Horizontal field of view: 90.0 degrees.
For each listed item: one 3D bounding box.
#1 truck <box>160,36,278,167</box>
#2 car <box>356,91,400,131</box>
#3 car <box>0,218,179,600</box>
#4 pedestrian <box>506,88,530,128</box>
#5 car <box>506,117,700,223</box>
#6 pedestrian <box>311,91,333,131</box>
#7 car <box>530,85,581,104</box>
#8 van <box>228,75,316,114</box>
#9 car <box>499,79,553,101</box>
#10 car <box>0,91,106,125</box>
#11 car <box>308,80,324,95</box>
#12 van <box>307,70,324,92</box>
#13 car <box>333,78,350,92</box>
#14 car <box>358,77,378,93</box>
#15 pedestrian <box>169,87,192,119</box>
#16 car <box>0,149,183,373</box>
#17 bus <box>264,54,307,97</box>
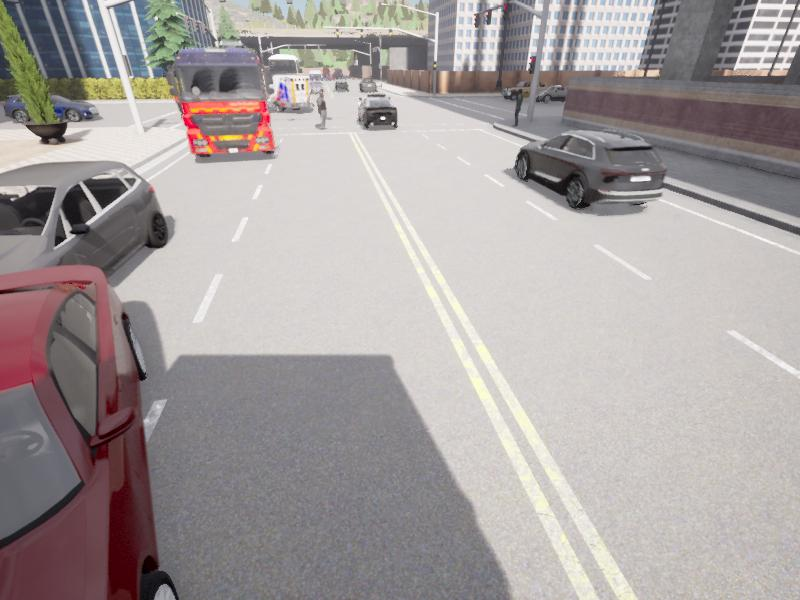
[{"bbox_3d":[-7.083,-8.576,16.931,2.891,3.827,8.468,-8,31,-14],"label":"truck"},{"bbox_3d":[-1.398,-11.350,23.824,1.930,1.638,5.238,-5,31,-9],"label":"car"},{"bbox_3d":[-2.923,1.034,2.722,1.882,1.535,5.008,-18,34,-28],"label":"car"},{"bbox_3d":[6.335,-10.363,21.545,0.751,1.860,0.751,22,37,32],"label":"pedestrian"},{"bbox_3d":[4.905,-3.732,10.776,2.033,1.649,4.856,-5,31,-9],"label":"car"},{"bbox_3d":[-4.183,-10.184,21.571,0.751,1.860,0.751,7,31,12],"label":"pedestrian"},{"bbox_3d":[14.548,-19.343,37.625,3.806,1.475,1.970,-5,31,-8],"label":"car"},{"bbox_3d":[-9.976,-16.088,31.181,6.366,2.431,2.351,15,33,24],"label":"van"},{"bbox_3d":[12.631,-21.124,40.283,4.605,1.855,1.932,-4,31,-7],"label":"car"},{"bbox_3d":[-22.098,-12.208,25.368,4.856,1.649,2.033,-6,31,-9],"label":"car"},{"bbox_3d":[-10.832,-27.565,51.811,1.812,1.442,4.674,-5,31,-9],"label":"car"},{"bbox_3d":[-12.233,-31.883,58.123,1.988,2.561,5.915,-5,31,-9],"label":"van"},{"bbox_3d":[-8.369,-30.624,56.974,2.128,1.511,4.902,-5,31,-9],"label":"car"},{"bbox_3d":[-4.481,-29.777,55.354,2.242,1.667,4.611,-5,31,-9],"label":"car"},{"bbox_3d":[-14.581,-13.130,26.645,0.751,1.860,0.751,-5,31,-8],"label":"pedestrian"},{"bbox_3d":[-5.479,-0.986,6.077,2.242,1.667,4.611,-4,30,-6],"label":"car"},{"bbox_3d":[-13.982,-27.963,49.717,3.944,4.253,10.273,-5,31,-9],"label":"bus"}]
